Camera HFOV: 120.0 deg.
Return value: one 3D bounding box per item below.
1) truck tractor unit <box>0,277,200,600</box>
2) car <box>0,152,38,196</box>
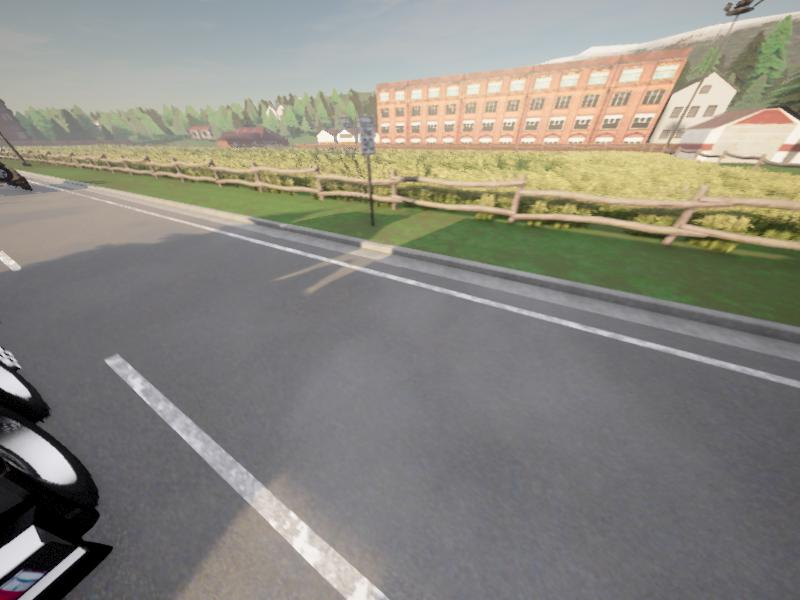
[{"bbox_3d":[-5.141,-0.269,0.746,6.516,4.208,3.053,17,39,23],"label":"truck tractor unit"},{"bbox_3d":[-22.601,-6.917,12.507,4.605,1.855,1.932,17,39,23],"label":"car"}]
